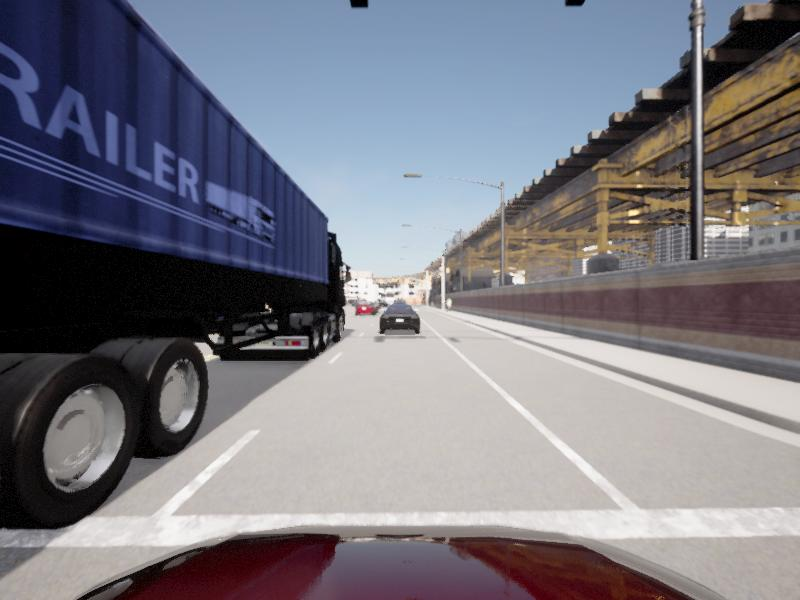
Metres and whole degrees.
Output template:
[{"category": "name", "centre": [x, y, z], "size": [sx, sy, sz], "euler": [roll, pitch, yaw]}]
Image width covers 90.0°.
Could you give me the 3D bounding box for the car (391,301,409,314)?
[{"category": "car", "centre": [-0.010, 0.838, 49.501], "size": [2.128, 1.511, 4.902], "euler": [0, 0, 0]}]

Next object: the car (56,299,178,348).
[{"category": "car", "centre": [-10.505, 0.789, 15.288], "size": [1.851, 1.617, 3.988], "euler": [0, 0, 0]}]

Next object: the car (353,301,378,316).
[{"category": "car", "centre": [-3.508, 0.853, 41.374], "size": [2.163, 1.488, 4.792], "euler": [0, 0, 0]}]

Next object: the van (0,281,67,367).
[{"category": "van", "centre": [-10.503, 0.572, 9.147], "size": [2.069, 2.038, 4.480], "euler": [0, 0, 0]}]

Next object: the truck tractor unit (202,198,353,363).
[{"category": "truck tractor unit", "centre": [-3.505, -0.521, 13.454], "size": [3.053, 4.208, 6.516], "euler": [0, 0, 0]}]

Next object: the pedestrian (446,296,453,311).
[{"category": "pedestrian", "centre": [6.122, 0.487, 49.746], "size": [0.751, 1.860, 0.751], "euler": [0, 0, 0]}]

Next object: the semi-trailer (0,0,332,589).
[{"category": "semi-trailer", "centre": [-3.529, -0.617, 5.541], "size": [2.717, 4.402, 14.254], "euler": [0, 0, 0]}]

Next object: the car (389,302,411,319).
[{"category": "car", "centre": [-0.008, 0.871, 36.363], "size": [1.812, 1.442, 4.674], "euler": [0, 0, 0]}]

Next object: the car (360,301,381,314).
[{"category": "car", "centre": [-3.510, 0.838, 48.234], "size": [2.128, 1.511, 4.902], "euler": [0, 0, 0]}]

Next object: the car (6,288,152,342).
[{"category": "car", "centre": [-13.983, 0.569, 18.068], "size": [2.150, 2.045, 5.566], "euler": [0, 0, 0]}]

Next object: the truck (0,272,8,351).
[{"category": "truck", "centre": [-13.881, 0.357, 10.203], "size": [2.627, 2.467, 5.204], "euler": [0, 0, 1]}]

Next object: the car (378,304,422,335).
[{"category": "car", "centre": [-0.004, 0.908, 20.459], "size": [1.994, 1.385, 4.181], "euler": [0, 0, 0]}]
